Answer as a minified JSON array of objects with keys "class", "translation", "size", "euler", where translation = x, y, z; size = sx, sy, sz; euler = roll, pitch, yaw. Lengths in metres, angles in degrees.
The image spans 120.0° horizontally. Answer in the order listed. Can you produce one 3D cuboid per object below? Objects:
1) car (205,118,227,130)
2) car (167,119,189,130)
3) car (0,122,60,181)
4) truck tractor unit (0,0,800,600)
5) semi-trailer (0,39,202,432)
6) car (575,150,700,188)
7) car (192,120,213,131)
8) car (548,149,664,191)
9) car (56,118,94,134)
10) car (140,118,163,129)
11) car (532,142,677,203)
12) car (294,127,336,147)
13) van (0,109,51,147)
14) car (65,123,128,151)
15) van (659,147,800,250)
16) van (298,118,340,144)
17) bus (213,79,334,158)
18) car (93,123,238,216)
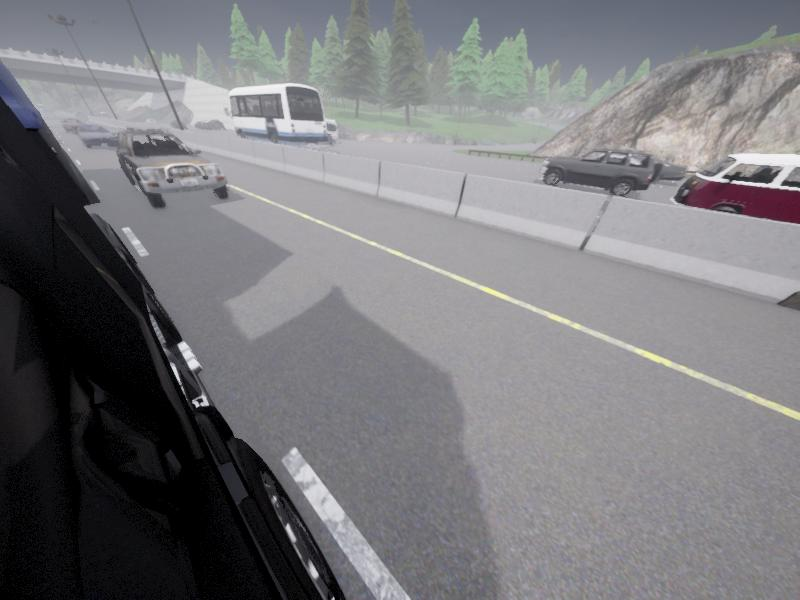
[{"class":"car","translation":[-39.785,-37.899,49.825],"size":[4.605,1.855,1.932],"euler":[28,44,29]},{"class":"car","translation":[-43.171,-34.068,44.837],"size":[4.193,1.474,1.816],"euler":[28,44,29]},{"class":"car","translation":[-16.275,-6.170,9.432],"size":[4.856,1.649,2.033],"euler":[28,43,30]},{"class":"truck tractor unit","translation":[-2.645,-0.295,0.351],"size":[6.516,4.208,3.053],"euler":[28,44,30]},{"class":"semi-trailer","translation":[-8.723,-3.600,4.186],"size":[14.254,4.402,2.717],"euler":[28,44,29]},{"class":"car","translation":[14.928,-8.646,15.001],"size":[5.357,1.411,2.033],"euler":[28,44,29]},{"class":"car","translation":[-39.342,-34.767,46.022],"size":[4.193,1.474,1.816],"euler":[28,44,29]},{"class":"car","translation":[11.647,-7.672,13.443],"size":[4.674,1.442,1.812],"euler":[28,44,29]},{"class":"car","translation":[-38.288,-20.500,27.211],"size":[4.181,1.385,1.994],"euler":[28,44,29]},{"class":"car","translation":[-46.835,-33.270,43.555],"size":[4.674,1.442,1.812],"euler":[28,44,29]},{"class":"car","translation":[9.408,-6.309,11.122],"size":[4.605,1.855,1.932],"euler":[28,44,29]},{"class":"car","translation":[-9.964,-19.246,27.196],"size":[4.611,1.667,2.242],"euler":[28,44,29]},{"class":"van","translation":[-28.063,-12.612,16.852],"size":[4.480,2.038,2.069],"euler":[28,43,30]},{"class":"car","translation":[-22.687,-12.223,17.231],"size":[5.357,1.411,2.033],"euler":[28,44,29]},{"class":"van","translation":[10.969,-2.814,6.444],"size":[4.480,2.038,2.069],"euler":[28,44,29]},{"class":"van","translation":[-10.922,-22.848,31.196],"size":[5.915,2.561,1.988],"euler":[28,44,29]},{"class":"bus","translation":[-10.672,-15.119,19.512],"size":[10.273,4.253,3.944],"euler":[28,44,29]},{"class":"car","translation":[-7.531,-4.381,7.417],"size":[4.605,1.855,1.932],"euler":[29,44,30]}]
